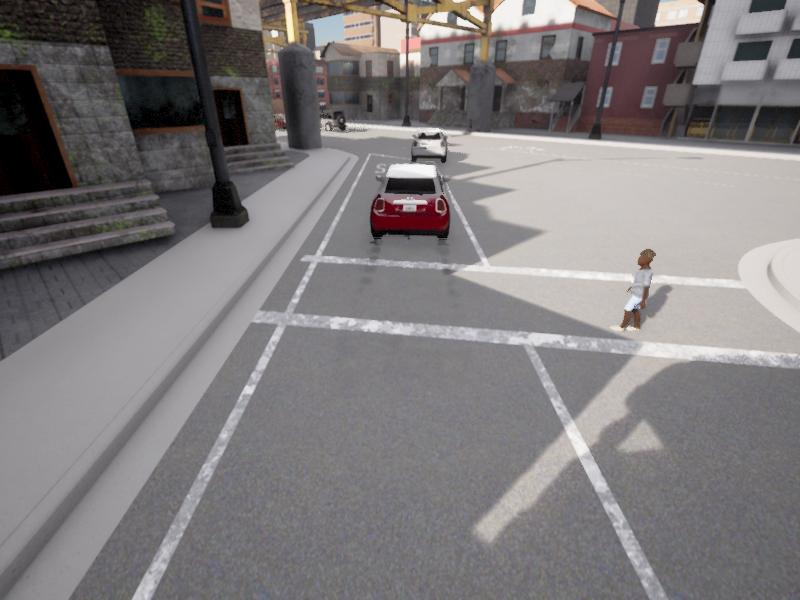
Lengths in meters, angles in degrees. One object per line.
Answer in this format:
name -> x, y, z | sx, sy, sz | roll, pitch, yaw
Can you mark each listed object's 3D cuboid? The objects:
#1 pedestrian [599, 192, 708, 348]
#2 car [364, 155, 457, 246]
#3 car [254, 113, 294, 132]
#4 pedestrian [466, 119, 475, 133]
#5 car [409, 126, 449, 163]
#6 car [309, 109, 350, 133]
pedestrian -> 3.310, -0.411, 5.407 | 0.751, 1.860, 0.751 | 11, 29, 21
car -> 0.324, -2.787, 10.549 | 1.970, 1.475, 3.806 | 1, 27, 3
car -> -12.558, -17.633, 39.699 | 1.816, 1.474, 4.193 | -24, 36, -39
pedestrian -> 6.242, -15.469, 35.474 | 0.500, 1.100, 0.500 | -19, 33, -33
car -> 1.649, -8.612, 21.984 | 1.970, 1.475, 3.806 | 2, 27, 5
car -> -6.869, -17.467, 38.913 | 1.905, 1.878, 3.866 | -24, 36, -39
